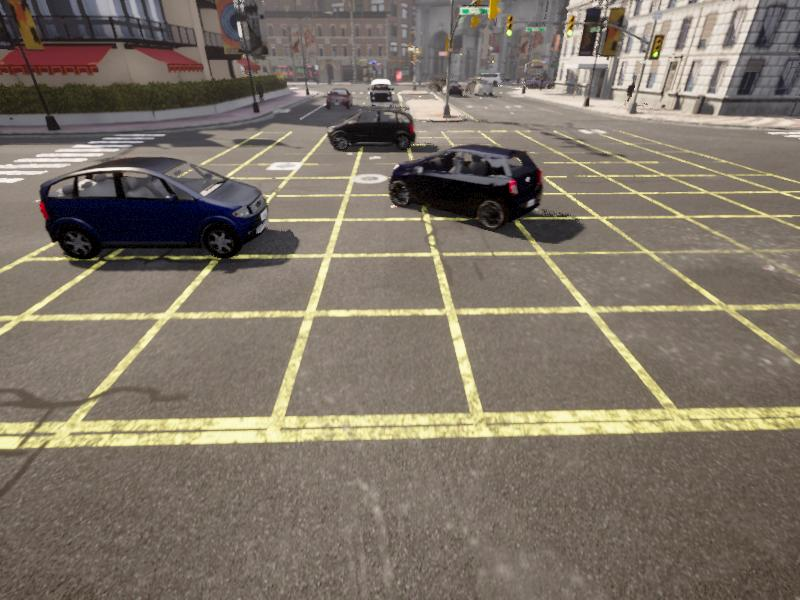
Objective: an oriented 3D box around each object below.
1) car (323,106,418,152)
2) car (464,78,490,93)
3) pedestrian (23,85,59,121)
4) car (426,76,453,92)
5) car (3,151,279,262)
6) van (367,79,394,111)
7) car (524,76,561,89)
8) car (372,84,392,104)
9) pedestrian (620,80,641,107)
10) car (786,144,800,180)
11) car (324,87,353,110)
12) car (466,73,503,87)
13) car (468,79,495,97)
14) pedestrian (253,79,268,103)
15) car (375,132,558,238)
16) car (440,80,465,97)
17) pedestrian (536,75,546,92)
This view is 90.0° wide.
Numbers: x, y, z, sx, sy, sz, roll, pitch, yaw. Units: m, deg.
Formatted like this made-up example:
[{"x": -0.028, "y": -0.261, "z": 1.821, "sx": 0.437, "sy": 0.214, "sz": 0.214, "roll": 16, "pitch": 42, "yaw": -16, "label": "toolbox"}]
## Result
[{"x": -1.175, "y": -7.161, "z": 16.709, "sx": 3.705, "sy": 1.549, "sz": 1.789, "roll": -1, "pitch": 30, "yaw": -1, "label": "car"}, {"x": 10.556, "y": -29.274, "z": 54.544, "sx": 2.242, "sy": 1.667, "sz": 4.611, "roll": 12, "pitch": 33, "yaw": 20, "label": "car"}, {"x": -21.692, "y": -11.923, "z": 24.210, "sx": 0.751, "sy": 1.860, "sz": 0.751, "roll": -2, "pitch": 30, "yaw": -3, "label": "pedestrian"}, {"x": 5.434, "y": -30.145, "z": 55.699, "sx": 1.932, "sy": 1.855, "sz": 4.605, "roll": -9, "pitch": 32, "yaw": -15, "label": "car"}, {"x": -4.461, "y": -1.812, "z": 7.552, "sx": 3.705, "sy": 1.549, "sz": 1.789, "roll": 0, "pitch": 30, "yaw": -2, "label": "car"}, {"x": -1.544, "y": -16.972, "z": 33.008, "sx": 2.069, "sy": 2.038, "sz": 4.480, "roll": -1, "pitch": 30, "yaw": -1, "label": "van"}, {"x": 21.760, "y": -33.273, "z": 61.268, "sx": 4.856, "sy": 1.649, "sz": 2.033, "roll": 0, "pitch": 30, "yaw": -1, "label": "car"}, {"x": -1.708, "y": -19.979, "z": 38.742, "sx": 1.812, "sy": 1.442, "sz": 4.674, "roll": -1, "pitch": 30, "yaw": -1, "label": "car"}, {"x": 18.607, "y": -16.703, "z": 32.370, "sx": 0.751, "sy": 1.860, "sz": 0.751, "roll": -3, "pitch": 30, "yaw": -5, "label": "pedestrian"}, {"x": 14.962, "y": -4.068, "z": 11.389, "sx": 5.366, "sy": 1.575, "sz": 1.801, "roll": 5, "pitch": 31, "yaw": 8, "label": "car"}, {"x": -5.063, "y": -16.980, "z": 33.615, "sx": 1.812, "sy": 1.442, "sz": 4.674, "roll": -1, "pitch": 30, "yaw": -1, "label": "car"}, {"x": 14.185, "y": -36.914, "z": 67.109, "sx": 5.566, "sy": 2.045, "sz": 2.150, "roll": 0, "pitch": 30, "yaw": -1, "label": "car"}, {"x": 9.592, "y": -25.172, "z": 47.443, "sx": 2.152, "sy": 1.651, "sz": 5.027, "roll": 0, "pitch": 30, "yaw": -1, "label": "car"}, {"x": -12.324, "y": -18.454, "z": 35.377, "sx": 0.751, "sy": 1.860, "sz": 0.751, "roll": -2, "pitch": 30, "yaw": -3, "label": "pedestrian"}, {"x": 1.400, "y": -2.847, "z": 9.356, "sx": 3.633, "sy": 1.501, "sz": 1.845, "roll": 23, "pitch": 37, "yaw": 34, "label": "car"}, {"x": 6.065, "y": -24.757, "z": 46.829, "sx": 2.038, "sy": 1.542, "sz": 4.974, "roll": -1, "pitch": 30, "yaw": -1, "label": "car"}, {"x": 18.172, "y": -27.862, "z": 51.455, "sx": 0.751, "sy": 1.860, "sz": 0.751, "roll": 0, "pitch": 30, "yaw": 0, "label": "pedestrian"}]
